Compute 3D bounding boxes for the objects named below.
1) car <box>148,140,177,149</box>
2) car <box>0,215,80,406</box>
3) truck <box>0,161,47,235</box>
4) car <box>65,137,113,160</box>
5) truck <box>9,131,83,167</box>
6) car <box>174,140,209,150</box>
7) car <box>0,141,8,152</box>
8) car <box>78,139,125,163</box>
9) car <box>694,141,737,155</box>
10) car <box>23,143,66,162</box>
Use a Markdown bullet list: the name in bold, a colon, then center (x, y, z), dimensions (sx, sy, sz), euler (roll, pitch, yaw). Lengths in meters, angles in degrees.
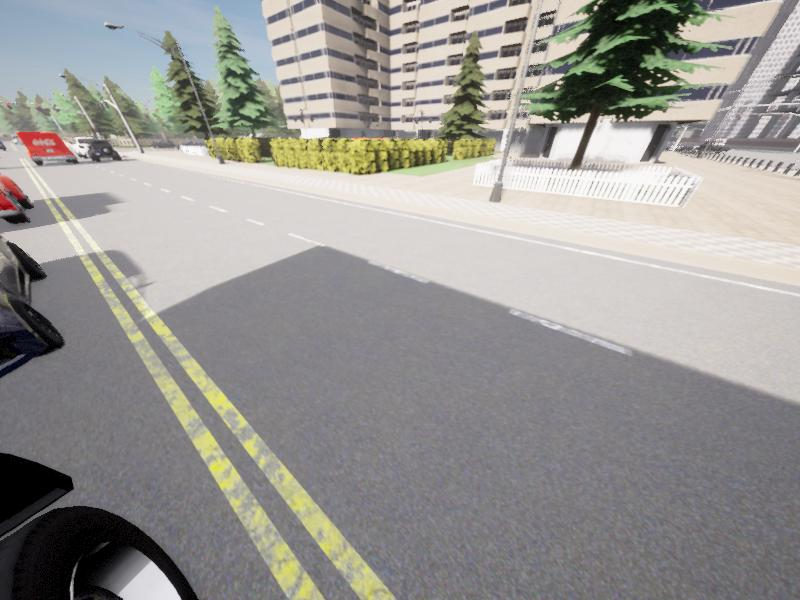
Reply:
- **car**: center (-48.444, -31.769, 47.175), dimensions (1.845, 1.501, 3.633), euler (23, 41, 28)
- **car**: center (-6.255, -0.122, 2.577), dimensions (4.611, 1.667, 2.242), euler (23, 41, 29)
- **truck**: center (-13.363, -3.434, 6.519), dimensions (5.204, 2.467, 2.627), euler (23, 41, 28)
- **car**: center (-36.969, -18.104, 27.479), dimensions (5.566, 2.045, 2.150), euler (23, 41, 28)
- **truck**: center (-32.508, -13.932, 21.233), dimensions (5.204, 2.467, 2.627), euler (23, 41, 28)
- **car**: center (-43.341, -32.365, 48.096), dimensions (2.242, 1.667, 4.611), euler (23, 41, 28)
- **car**: center (-66.193, -25.138, 37.676), dimensions (4.193, 1.474, 1.816), euler (23, 41, 28)
- **car**: center (-31.220, -15.637, 24.166), dimensions (3.866, 1.878, 1.905), euler (23, 41, 28)
- **car**: center (56.642, -27.408, 41.596), dimensions (3.866, 1.878, 1.905), euler (22, 40, 27)
- **car**: center (-37.799, -15.759, 24.592), dimensions (3.633, 1.501, 1.845), euler (23, 41, 28)
